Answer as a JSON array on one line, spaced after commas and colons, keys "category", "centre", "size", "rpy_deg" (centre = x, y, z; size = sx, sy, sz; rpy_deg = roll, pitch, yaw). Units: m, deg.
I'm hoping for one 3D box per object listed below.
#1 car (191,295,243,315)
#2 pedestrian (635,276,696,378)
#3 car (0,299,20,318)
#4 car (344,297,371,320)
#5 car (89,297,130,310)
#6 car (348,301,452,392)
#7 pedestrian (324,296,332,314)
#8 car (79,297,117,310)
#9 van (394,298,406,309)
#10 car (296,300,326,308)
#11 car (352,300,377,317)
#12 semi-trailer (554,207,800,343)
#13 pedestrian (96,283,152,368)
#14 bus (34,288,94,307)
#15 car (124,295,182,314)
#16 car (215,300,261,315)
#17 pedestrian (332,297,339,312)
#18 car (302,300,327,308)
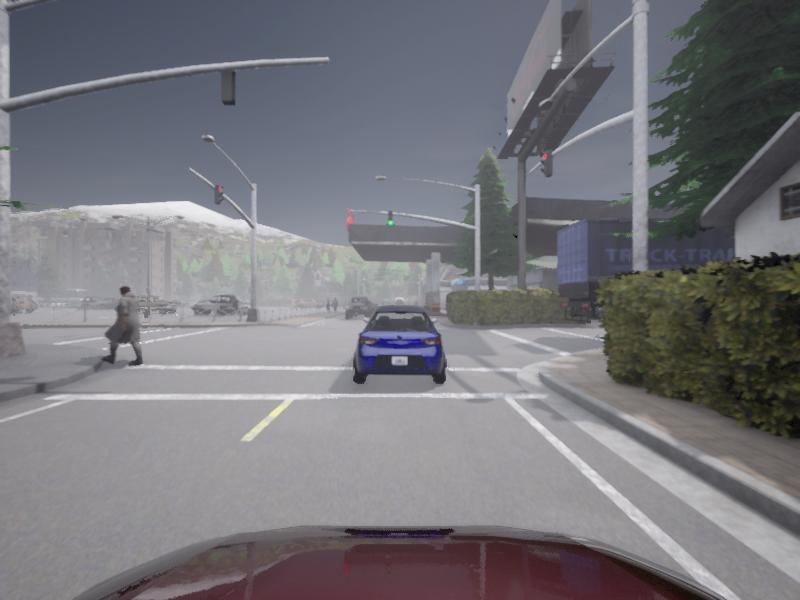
[{"category": "car", "centre": [-16.806, 0.449, 36.826], "size": [3.866, 1.878, 1.905], "rpy_deg": [0, 0, -1]}, {"category": "pedestrian", "centre": [5.090, 0.491, 7.723], "size": [0.751, 1.860, 0.751], "rpy_deg": [0, 0, 11]}, {"category": "car", "centre": [-34.660, 0.667, 33.050], "size": [4.514, 1.523, 2.007], "rpy_deg": [0, 0, -1]}, {"category": "car", "centre": [-3.529, 0.673, 34.121], "size": [1.905, 1.878, 3.866], "rpy_deg": [0, 0, 0]}, {"category": "car", "centre": [-42.619, 0.487, 58.778], "size": [4.605, 1.855, 1.932], "rpy_deg": [0, 0, -1]}, {"category": "car", "centre": [-0.001, 0.829, 9.144], "size": [1.816, 1.474, 4.193], "rpy_deg": [1, 1, 0]}, {"category": "pedestrian", "centre": [-7.712, 0.518, 43.011], "size": [0.751, 1.860, 0.751], "rpy_deg": [0, 0, 1]}, {"category": "car", "centre": [-42.187, 0.464, 55.875], "size": [3.866, 1.878, 1.905], "rpy_deg": [0, 0, -1]}, {"category": "van", "centre": [-0.058, 0.628, 72.542], "size": [2.069, 2.038, 4.480], "rpy_deg": [0, 0, 0]}, {"category": "car", "centre": [-16.500, 0.732, 74.410], "size": [5.027, 1.636, 2.152], "rpy_deg": [0, 0, -1]}, {"category": "car", "centre": [-3.533, 0.809, 40.574], "size": [2.033, 1.649, 4.856], "rpy_deg": [0, 0, 0]}, {"category": "semi-trailer", "centre": [13.154, -0.798, 14.332], "size": [14.254, 4.402, 2.717], "rpy_deg": [0, 0, 0]}, {"category": "pedestrian", "centre": [-6.265, 0.557, 9.119], "size": [0.751, 1.860, 0.751], "rpy_deg": [0, 0, 0]}, {"category": "bus", "centre": [-76.186, -0.468, 90.883], "size": [10.273, 4.253, 3.944], "rpy_deg": [0, 0, -1]}, {"category": "car", "centre": [-24.696, 0.472, 40.059], "size": [4.605, 1.855, 1.932], "rpy_deg": [0, 0, -1]}, {"category": "car", "centre": [-16.217, 0.736, 40.154], "size": [3.806, 1.475, 1.970], "rpy_deg": [0, 0, -1]}, {"category": "pedestrian", "centre": [-7.772, 0.522, 48.069], "size": [0.751, 1.860, 0.751], "rpy_deg": [0, 0, -1]}, {"category": "car", "centre": [-16.574, 0.743, 77.547], "size": [4.514, 1.523, 2.007], "rpy_deg": [0, 0, -1]}]
